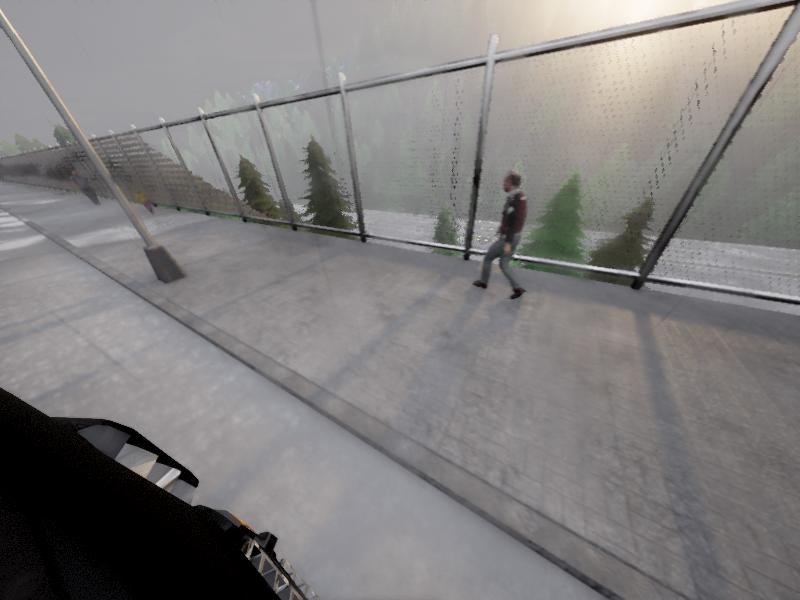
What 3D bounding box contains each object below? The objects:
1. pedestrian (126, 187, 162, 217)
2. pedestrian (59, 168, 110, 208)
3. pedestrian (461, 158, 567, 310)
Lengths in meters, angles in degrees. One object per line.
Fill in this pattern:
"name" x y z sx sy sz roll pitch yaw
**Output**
"pedestrian" -10.981 -4.207 9.943 0.500 1.100 0.500 17 39 28
"pedestrian" -17.008 -6.051 12.509 0.751 1.860 0.751 17 39 28
"pedestrian" 1.503 -0.916 3.313 0.751 1.860 0.751 -27 40 -32
